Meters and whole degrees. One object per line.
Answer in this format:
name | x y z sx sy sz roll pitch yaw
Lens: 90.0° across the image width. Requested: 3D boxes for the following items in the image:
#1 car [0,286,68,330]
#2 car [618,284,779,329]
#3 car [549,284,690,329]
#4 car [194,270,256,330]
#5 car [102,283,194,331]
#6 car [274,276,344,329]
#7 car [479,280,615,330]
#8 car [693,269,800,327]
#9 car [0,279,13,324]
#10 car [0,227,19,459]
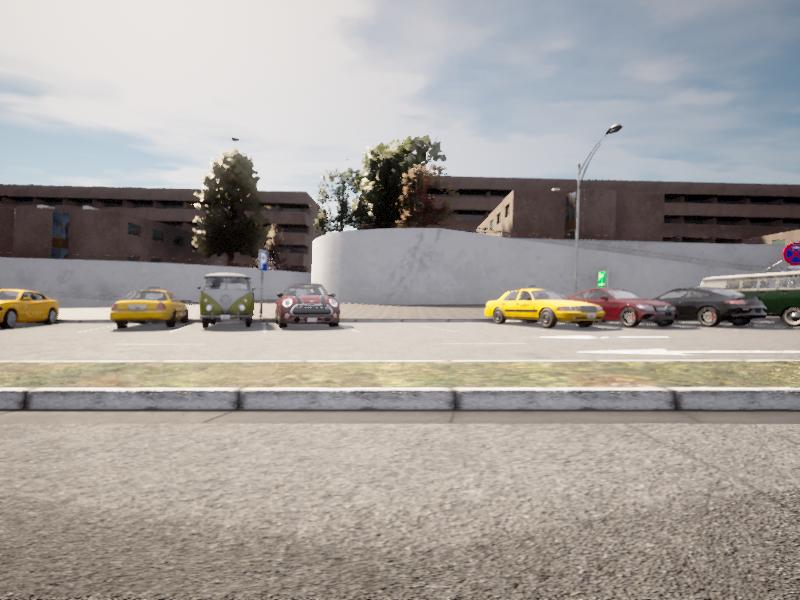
car | -15.621 0.296 15.892 2.097 1.535 5.008 0 -1 -19
car | 11.177 0.235 15.498 2.002 1.452 4.674 0 -1 -19
car | 8.203 0.246 15.548 2.002 1.452 4.674 0 -1 -19
car | -6.647 0.032 15.654 1.878 1.987 4.442 0 -1 -19
car | -9.732 0.270 15.976 1.946 1.575 5.366 0 -1 -19
car | -3.719 0.124 15.749 2.185 1.767 4.553 0 -1 -19
car | 5.287 0.211 15.414 1.946 1.575 5.366 0 -1 -19
car | 14.199 -0.043 15.354 1.878 1.987 4.442 0 -1 -19
car | -18.613 0.062 15.958 2.435 2.045 5.566 0 -1 -19
car | -4.644 0.274 1.781 4.193 1.474 1.816 0 0 1
